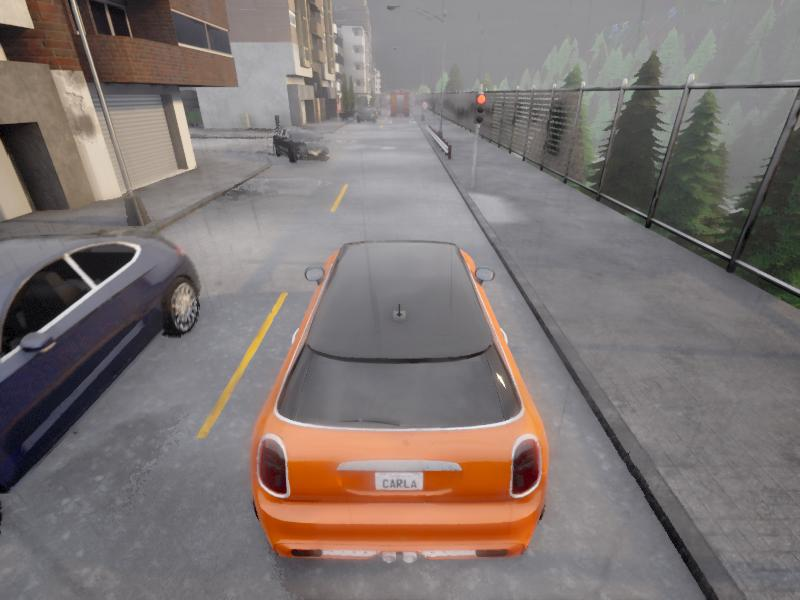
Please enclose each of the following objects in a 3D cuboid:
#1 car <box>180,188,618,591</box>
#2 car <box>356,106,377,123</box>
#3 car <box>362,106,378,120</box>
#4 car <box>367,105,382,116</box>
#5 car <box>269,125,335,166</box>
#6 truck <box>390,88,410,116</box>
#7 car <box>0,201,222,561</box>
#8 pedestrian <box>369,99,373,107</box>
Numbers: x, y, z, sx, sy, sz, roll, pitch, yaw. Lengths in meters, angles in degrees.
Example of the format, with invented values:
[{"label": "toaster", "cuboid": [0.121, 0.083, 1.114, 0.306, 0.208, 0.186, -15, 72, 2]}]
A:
[{"label": "car", "cuboid": [-0.002, 0.154, 4.346, 2.097, 1.767, 4.553, 0, 27, 0]}, {"label": "car", "cuboid": [-3.994, -22.525, 48.468, 2.097, 1.767, 4.553, 0, 27, 0]}, {"label": "car", "cuboid": [-3.996, -25.683, 54.846, 1.801, 1.575, 5.366, 0, 27, 0]}, {"label": "car", "cuboid": [-3.995, -29.924, 63.209, 1.970, 1.475, 3.806, 0, 27, 0]}, {"label": "car", "cuboid": [-5.157, -8.047, 20.633, 1.837, 1.490, 4.892, -12, 30, -28]}, {"label": "truck", "cuboid": [0.007, -31.944, 64.571, 2.891, 3.827, 8.468, 0, 27, 0]}, {"label": "car", "cuboid": [-4.007, 0.427, 4.003, 2.152, 1.651, 5.027, 0, 27, 0]}, {"label": "pedestrian", "cuboid": [-7.577, -51.613, 104.704, 0.751, 1.860, 0.751, 10, 29, 18]}]
